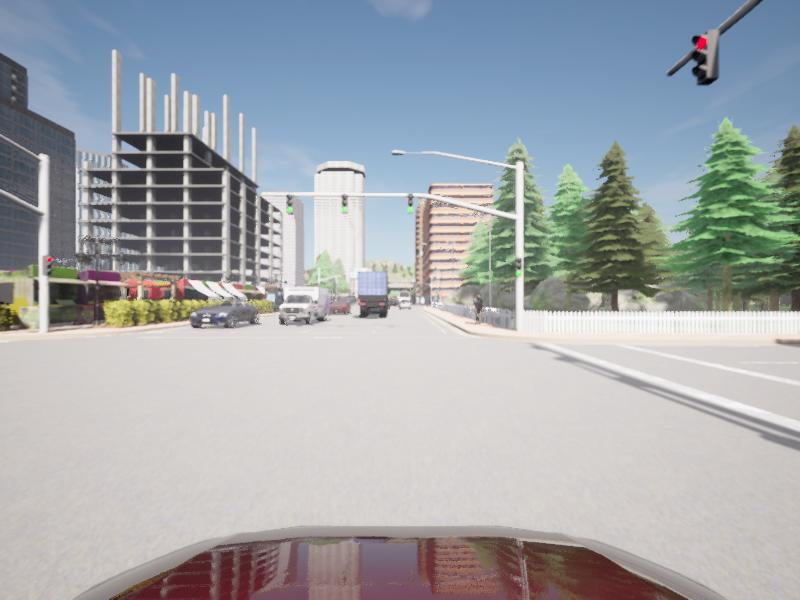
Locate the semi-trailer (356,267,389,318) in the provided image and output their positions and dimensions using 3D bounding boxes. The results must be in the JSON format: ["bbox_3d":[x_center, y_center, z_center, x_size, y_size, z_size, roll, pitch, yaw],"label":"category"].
[{"bbox_3d":[-2.552,-0.632,41.604,2.717,4.402,14.254,0,0,-1],"label":"semi-trailer"}]

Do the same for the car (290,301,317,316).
[{"bbox_3d":[-9.864,0.811,41.120,1.845,1.501,3.633,0,0,0],"label":"car"}]

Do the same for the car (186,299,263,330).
[{"bbox_3d":[-10.089,0.773,23.547,2.152,1.651,5.027,0,0,3],"label":"car"}]

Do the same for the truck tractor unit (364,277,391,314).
[{"bbox_3d":[-2.707,-0.535,49.517,3.053,4.208,6.516,0,0,-1],"label":"truck tractor unit"}]

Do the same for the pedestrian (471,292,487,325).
[{"bbox_3d":[4.457,0.479,22.584,0.751,1.860,0.751,0,0,1],"label":"pedestrian"}]

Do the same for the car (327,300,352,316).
[{"bbox_3d":[-6.352,0.807,42.506,1.882,1.535,5.008,0,0,0],"label":"car"}]

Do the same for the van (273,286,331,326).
[{"bbox_3d":[-6.481,0.368,27.357,2.351,2.431,6.366,0,0,0],"label":"van"}]
